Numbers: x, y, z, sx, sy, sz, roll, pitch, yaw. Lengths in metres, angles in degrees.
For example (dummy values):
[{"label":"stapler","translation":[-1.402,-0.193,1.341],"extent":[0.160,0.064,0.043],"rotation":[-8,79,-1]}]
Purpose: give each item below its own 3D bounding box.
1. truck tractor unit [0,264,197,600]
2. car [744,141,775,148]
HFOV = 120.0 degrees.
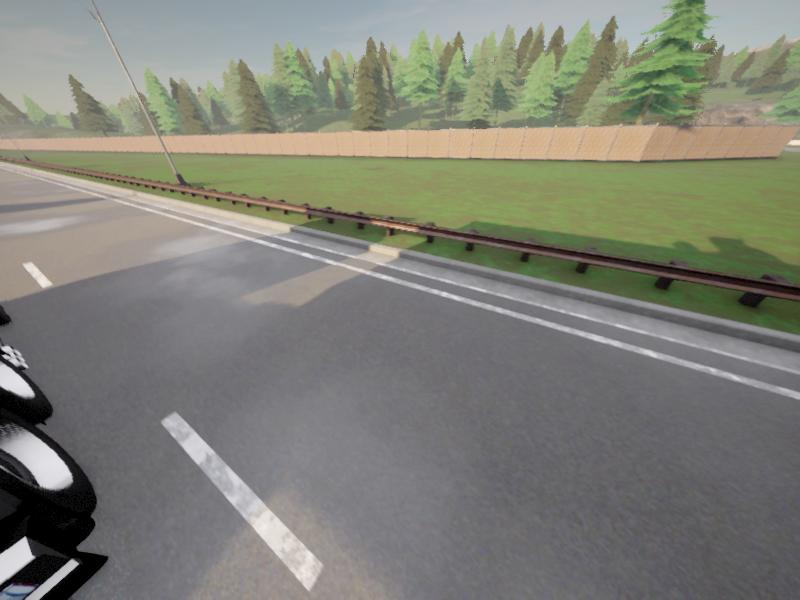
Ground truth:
[{"label":"truck tractor unit","translation":[-5.116,-0.291,0.788],"extent":[6.516,4.208,3.053],"rotation":[18,39,24]},{"label":"car","translation":[88.163,-38.205,56.706],"extent":[1.816,1.474,4.193],"rotation":[10,36,15]}]
